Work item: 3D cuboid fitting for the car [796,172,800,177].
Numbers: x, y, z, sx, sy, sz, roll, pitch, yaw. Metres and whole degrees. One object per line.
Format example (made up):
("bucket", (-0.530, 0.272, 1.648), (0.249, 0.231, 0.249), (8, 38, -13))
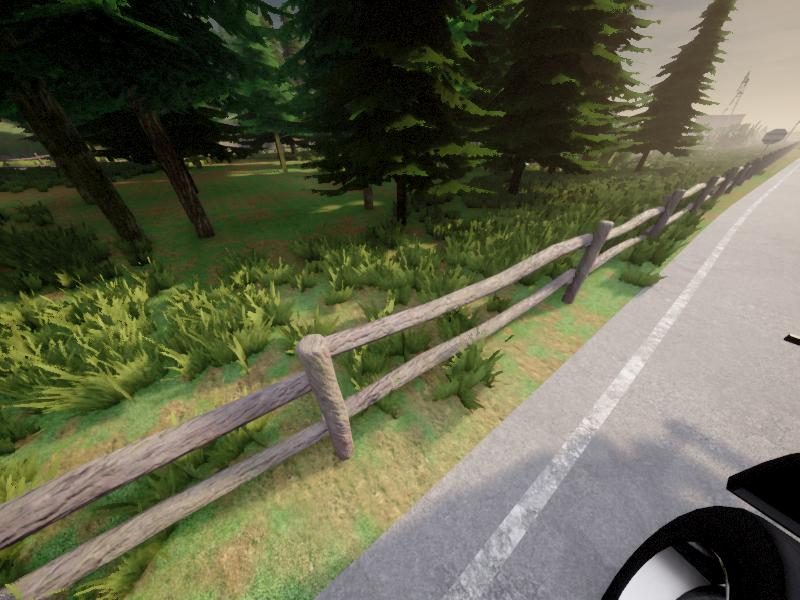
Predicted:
("car", (29.090, -8.568, 14.555), (4.902, 1.511, 2.128), (-7, 35, -10))
